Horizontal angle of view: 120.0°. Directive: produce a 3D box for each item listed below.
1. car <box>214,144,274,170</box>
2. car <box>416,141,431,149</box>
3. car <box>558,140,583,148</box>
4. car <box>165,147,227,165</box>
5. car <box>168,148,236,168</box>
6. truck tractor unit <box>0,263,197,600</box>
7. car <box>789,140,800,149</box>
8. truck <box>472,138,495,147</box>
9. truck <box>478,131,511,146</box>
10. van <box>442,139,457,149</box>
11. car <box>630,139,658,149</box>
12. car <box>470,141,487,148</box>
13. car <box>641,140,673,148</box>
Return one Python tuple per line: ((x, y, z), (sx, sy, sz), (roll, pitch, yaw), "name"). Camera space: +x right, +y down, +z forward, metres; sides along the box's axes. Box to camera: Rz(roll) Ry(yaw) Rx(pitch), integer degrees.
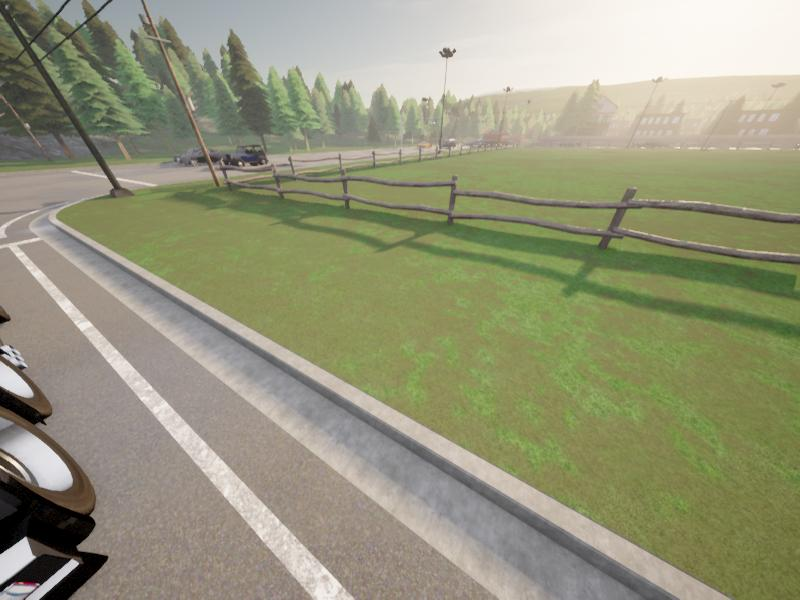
((-14.647, -13.665, 21.967), (1.905, 1.878, 3.866), (18, 39, 24), "car")
((6.350, -41.636, 62.021), (1.882, 1.535, 5.008), (19, 39, 25), "car")
((45.825, -42.112, 62.259), (5.238, 1.638, 1.930), (18, 39, 25), "car")
((-23.431, -16.782, 26.841), (1.837, 1.490, 4.892), (18, 39, 25), "car")
((-20.901, -15.291, 24.675), (2.128, 1.511, 4.902), (18, 39, 24), "car")
((-5.113, -0.298, 0.780), (6.516, 4.208, 3.053), (18, 39, 24), "truck tractor unit")
((84.391, -31.583, 46.973), (5.008, 1.535, 1.882), (18, 39, 25), "car")
((25.669, -48.479, 71.125), (6.274, 2.098, 2.390), (-7, 36, -9), "truck")
((29.977, -51.395, 73.743), (8.468, 3.827, 2.891), (-1, 35, 0), "truck")
((12.654, -40.070, 59.296), (2.069, 2.038, 4.480), (19, 39, 25), "van")
((56.589, -36.302, 53.668), (3.866, 1.878, 1.905), (18, 39, 25), "car")
((21.569, -42.631, 63.308), (4.611, 1.667, 2.242), (-28, 43, -34), "car")
((64.323, -39.106, 57.944), (4.792, 1.488, 2.163), (18, 39, 25), "car")
